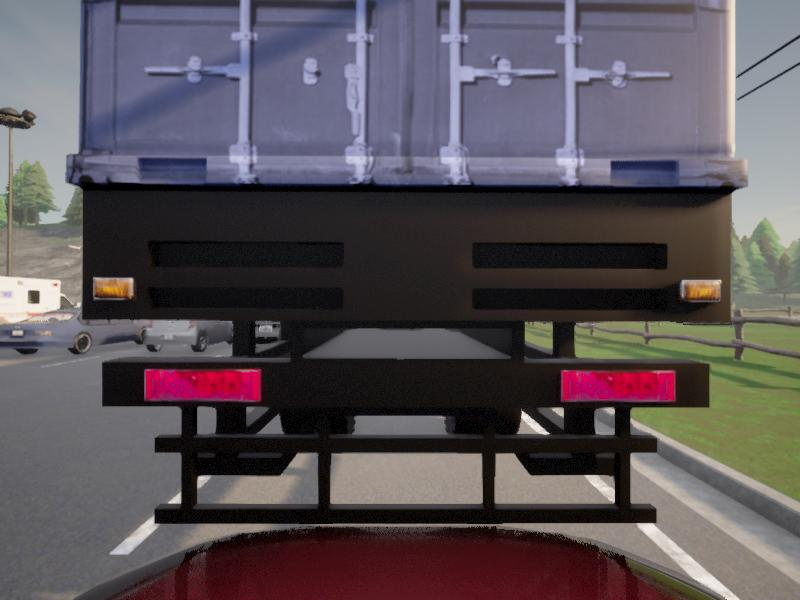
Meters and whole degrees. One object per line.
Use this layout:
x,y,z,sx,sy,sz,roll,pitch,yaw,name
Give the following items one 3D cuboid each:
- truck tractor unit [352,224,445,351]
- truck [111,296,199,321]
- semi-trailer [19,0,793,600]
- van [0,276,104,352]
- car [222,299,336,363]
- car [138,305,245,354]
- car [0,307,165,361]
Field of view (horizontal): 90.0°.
-0.075,-0.386,16.464,3.053,4.208,6.516,0,0,0,truck tractor unit
-21.498,0.789,35.316,6.274,2.098,2.390,0,-2,2,truck
-0.015,-0.564,8.549,2.717,4.402,14.254,0,-1,0,semi-trailer
-14.062,0.458,14.234,2.351,2.431,6.366,0,0,0,van
-3.559,0.841,12.837,2.242,1.667,4.611,0,0,0,car
-7.062,0.916,13.988,1.845,1.501,3.633,0,0,0,car
-10.558,0.975,13.545,2.033,1.411,5.357,0,0,0,car
